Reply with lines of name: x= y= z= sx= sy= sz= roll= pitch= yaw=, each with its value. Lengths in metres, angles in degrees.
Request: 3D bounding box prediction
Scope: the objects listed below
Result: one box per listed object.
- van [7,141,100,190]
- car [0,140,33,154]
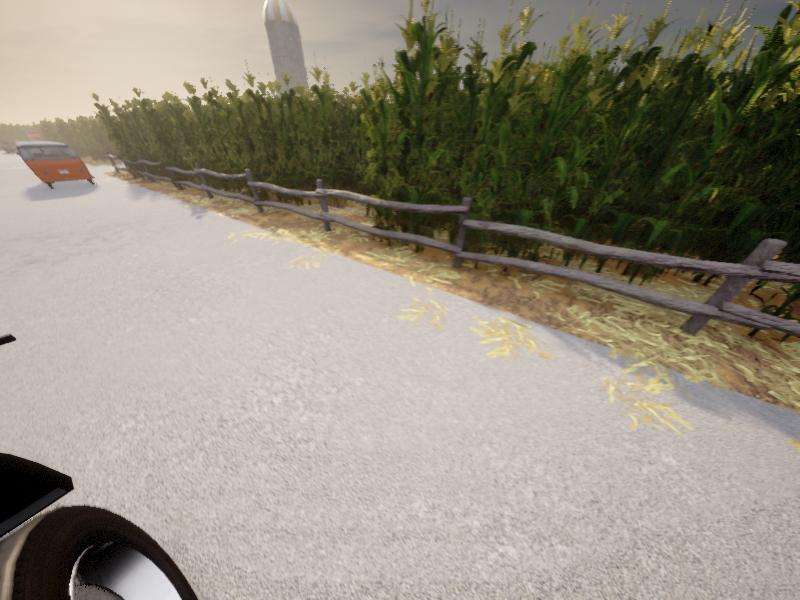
van: x=-18.926 y=-7.470 z=12.631 sx=4.442 sy=1.987 sz=1.775 roll=22 pitch=41 yaw=27
car: x=-58.558 y=-23.249 z=35.090 sx=4.611 sy=1.667 sz=2.242 roll=22 pitch=41 yaw=28
